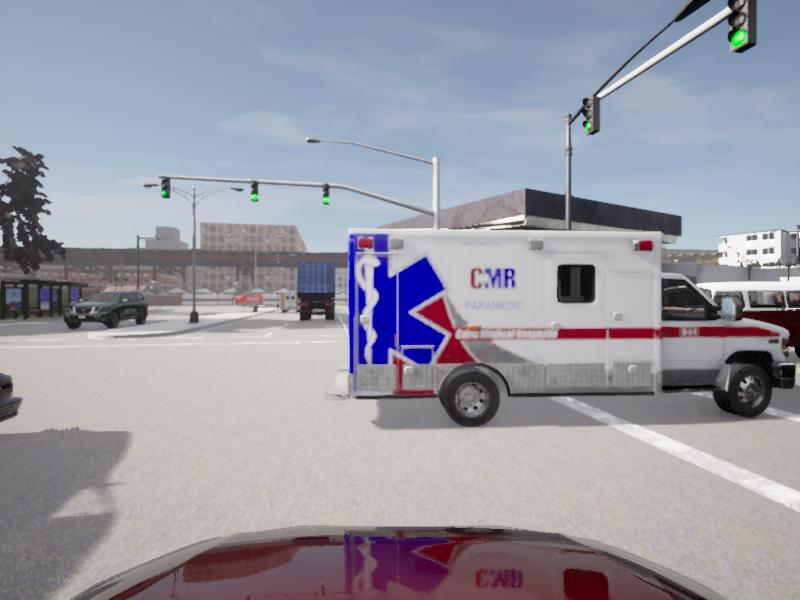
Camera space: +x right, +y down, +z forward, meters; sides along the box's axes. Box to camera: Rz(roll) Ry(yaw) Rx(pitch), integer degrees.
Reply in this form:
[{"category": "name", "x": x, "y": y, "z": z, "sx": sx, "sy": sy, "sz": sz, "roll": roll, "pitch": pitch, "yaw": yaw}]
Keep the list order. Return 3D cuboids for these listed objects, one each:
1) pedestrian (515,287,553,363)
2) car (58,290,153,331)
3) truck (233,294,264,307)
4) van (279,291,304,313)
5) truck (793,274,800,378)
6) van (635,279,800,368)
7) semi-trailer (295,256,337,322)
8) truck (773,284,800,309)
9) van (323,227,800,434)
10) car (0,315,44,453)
[{"category": "pedestrian", "x": 3.423, "y": 0.605, "z": 10.205, "sx": 0.751, "sy": 1.860, "sz": 0.751, "roll": 0, "pitch": 0, "yaw": 34}, {"category": "car", "x": -16.637, "y": 0.507, "z": 23.055, "sx": 2.150, "sy": 2.045, "sz": 5.566, "roll": 0, "pitch": 0, "yaw": -10}, {"category": "truck", "x": -29.604, "y": 0.122, "z": 78.202, "sx": 5.204, "sy": 2.467, "sz": 2.627, "roll": -1, "pitch": 0, "yaw": -10}, {"category": "van", "x": -12.915, "y": 0.240, "z": 48.168, "sx": 2.351, "sy": 2.431, "sz": 6.366, "roll": 0, "pitch": 0, "yaw": -10}, {"category": "truck", "x": 11.420, "y": 0.515, "z": 7.696, "sx": 6.274, "sy": 2.098, "sz": 2.390, "roll": 0, "pitch": 0, "yaw": -11}, {"category": "van", "x": 9.006, "y": 0.535, "z": 10.664, "sx": 4.480, "sy": 2.038, "sz": 2.069, "roll": 0, "pitch": 0, "yaw": -12}, {"category": "semi-trailer", "x": -6.849, "y": -0.717, "z": 33.840, "sx": 2.717, "sy": 4.402, "sz": 14.254, "roll": 0, "pitch": 0, "yaw": -10}, {"category": "truck", "x": 62.383, "y": -0.535, "z": 60.267, "sx": 2.891, "sy": 3.827, "sz": 8.468, "roll": 0, "pitch": 0, "yaw": -30}, {"category": "van", "x": 2.199, "y": 0.358, "z": 6.063, "sx": 6.366, "sy": 2.431, "sz": 2.351, "roll": 0, "pitch": 0, "yaw": -3}, {"category": "car", "x": -4.816, "y": 0.891, "z": 1.985, "sx": 2.033, "sy": 1.411, "sz": 5.357, "roll": 0, "pitch": 0, "yaw": -10}]
